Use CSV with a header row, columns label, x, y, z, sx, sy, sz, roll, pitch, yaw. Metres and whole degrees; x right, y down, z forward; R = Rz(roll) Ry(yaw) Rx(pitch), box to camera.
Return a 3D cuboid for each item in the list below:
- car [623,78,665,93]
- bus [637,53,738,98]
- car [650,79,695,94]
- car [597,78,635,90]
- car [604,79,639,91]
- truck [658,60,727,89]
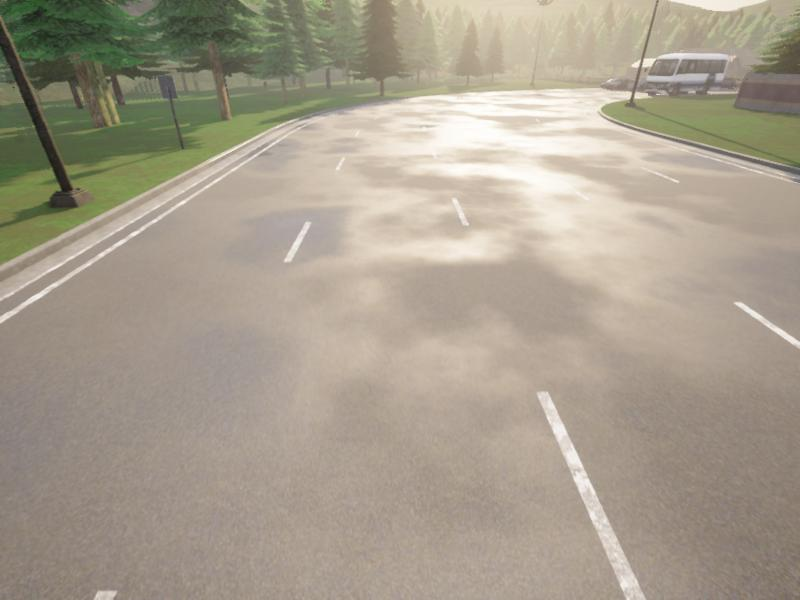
label,x,y,z,sx,sy,sz,roll,pitch,yaw
car,32.891,-28.984,53.938,4.856,1.649,2.033,-12,32,-20
bus,33.646,-26.381,46.901,10.273,4.253,3.944,-14,33,-23
car,35.036,-27.463,51.443,5.366,1.575,1.801,-12,32,-20
car,32.585,-32.646,60.364,4.792,1.488,2.163,-12,32,-20
car,31.328,-30.500,56.686,4.193,1.474,1.816,-12,32,-20
truck,46.220,-35.758,63.365,8.468,3.827,2.891,-7,31,-12
